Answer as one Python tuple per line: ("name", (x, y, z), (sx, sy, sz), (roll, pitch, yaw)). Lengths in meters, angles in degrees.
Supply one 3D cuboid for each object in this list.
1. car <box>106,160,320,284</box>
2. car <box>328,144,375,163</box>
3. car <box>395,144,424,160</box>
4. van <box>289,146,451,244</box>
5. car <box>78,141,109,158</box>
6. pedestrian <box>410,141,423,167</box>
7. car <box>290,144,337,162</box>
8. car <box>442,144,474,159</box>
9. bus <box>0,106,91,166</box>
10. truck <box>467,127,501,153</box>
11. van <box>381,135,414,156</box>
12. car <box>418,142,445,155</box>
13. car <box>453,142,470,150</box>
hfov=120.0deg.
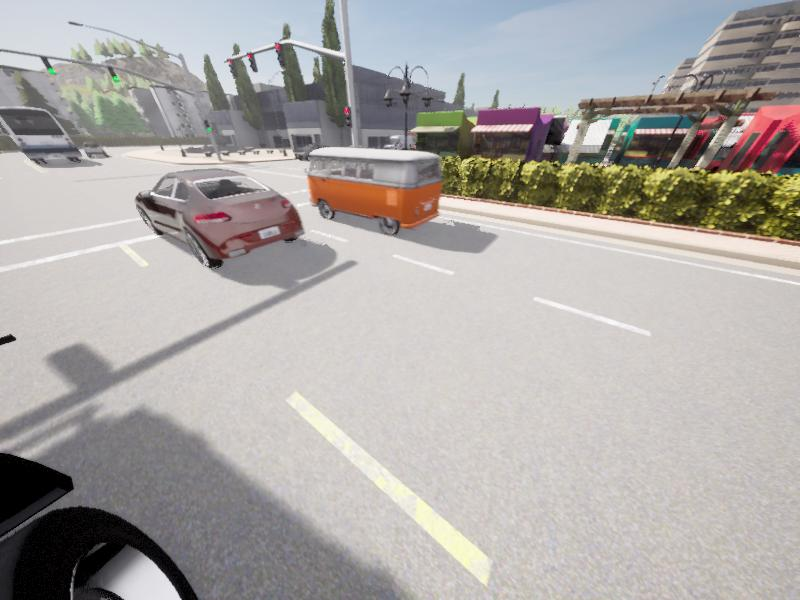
("car", (-4.666, -2.327, 5.769), (5.027, 1.651, 2.152), (22, 41, 28))
("car", (-5.383, -16.842, 26.406), (1.801, 1.575, 5.366), (24, 41, 30))
("car", (1.258, -18.584, 28.973), (1.845, 1.501, 3.633), (23, 41, 29))
("van", (-1.003, -3.436, 7.056), (4.442, 1.987, 1.775), (22, 41, 28))
("car", (-39.913, -19.702, 30.164), (3.988, 1.617, 1.851), (29, 44, 34))
("pedestrian", (1.385, -12.286, 19.440), (0.751, 1.860, 0.751), (22, 41, 28))
("car", (-9.744, -16.834, 26.404), (2.007, 1.525, 4.514), (24, 41, 29))
("car", (8.012, -20.391, 31.608), (2.128, 1.511, 4.902), (23, 41, 29))
("bus", (-36.531, -16.432, 23.256), (10.273, 4.253, 3.944), (23, 41, 28))
("truck", (16.277, -30.993, 44.719), (2.891, 3.827, 8.468), (23, 41, 29))
("van", (-0.280, -24.556, 36.562), (1.988, 2.561, 5.915), (23, 41, 29))
("car", (5.214, -25.011, 38.082), (1.801, 1.575, 5.366), (23, 41, 29))
("car", (13.935, -35.019, 52.477), (1.812, 1.442, 4.674), (23, 41, 29))
